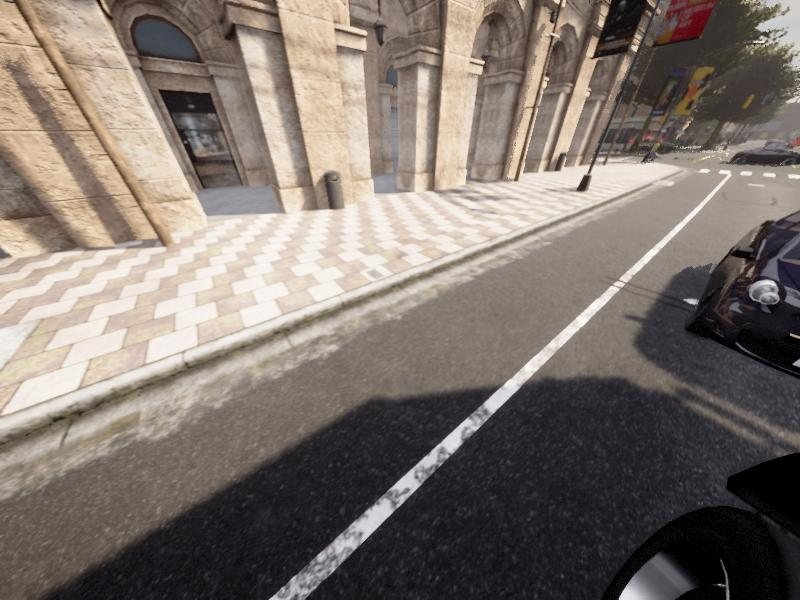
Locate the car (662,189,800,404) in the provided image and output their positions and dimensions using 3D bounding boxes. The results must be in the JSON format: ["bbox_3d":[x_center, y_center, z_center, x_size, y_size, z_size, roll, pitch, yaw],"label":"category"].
[{"bbox_3d":[5.458,-0.240,2.897,3.633,1.501,1.845,-23,41,-29],"label":"car"}]

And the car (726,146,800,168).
[{"bbox_3d":[33.217,-12.934,20.801,1.994,1.385,4.181,-24,41,-30],"label":"car"}]

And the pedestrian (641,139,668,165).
[{"bbox_3d":[22.009,-12.837,20.026,0.751,1.860,0.751,-23,41,-28],"label":"pedestrian"}]

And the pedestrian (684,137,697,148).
[{"bbox_3d":[61.509,-33.434,48.927,0.751,1.860,0.751,9,36,13],"label":"pedestrian"}]

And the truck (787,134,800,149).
[{"bbox_3d":[79.803,-31.339,45.573,5.204,2.467,2.627,-24,42,-30],"label":"truck"}]

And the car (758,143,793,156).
[{"bbox_3d":[50.692,-20.408,31.243,4.181,1.385,1.994,-24,42,-30],"label":"car"}]

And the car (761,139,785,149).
[{"bbox_3d":[78.260,-32.771,48.512,4.902,1.511,2.128,-24,42,-30],"label":"car"}]

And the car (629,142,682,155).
[{"bbox_3d":[38.676,-23.141,35.120,2.128,1.511,4.902,-24,41,-30],"label":"car"}]

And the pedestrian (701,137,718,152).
[{"bbox_3d":[48.070,-24.151,35.865,0.751,1.860,0.751,29,45,35],"label":"pedestrian"}]
